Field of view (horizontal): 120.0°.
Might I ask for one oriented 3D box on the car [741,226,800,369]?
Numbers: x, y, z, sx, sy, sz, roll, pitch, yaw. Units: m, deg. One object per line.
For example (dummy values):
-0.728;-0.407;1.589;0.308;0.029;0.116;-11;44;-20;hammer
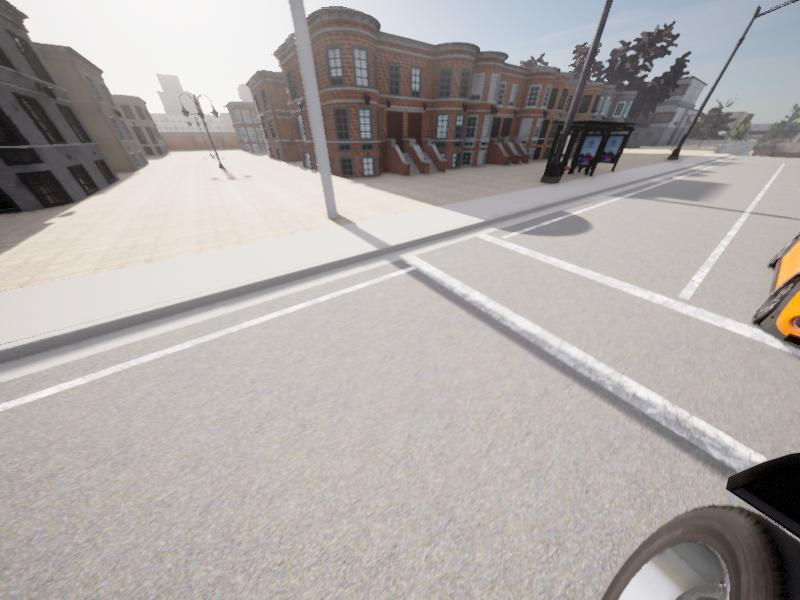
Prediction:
6.887;-0.388;2.845;4.553;1.767;2.097;-22;41;-28;car
